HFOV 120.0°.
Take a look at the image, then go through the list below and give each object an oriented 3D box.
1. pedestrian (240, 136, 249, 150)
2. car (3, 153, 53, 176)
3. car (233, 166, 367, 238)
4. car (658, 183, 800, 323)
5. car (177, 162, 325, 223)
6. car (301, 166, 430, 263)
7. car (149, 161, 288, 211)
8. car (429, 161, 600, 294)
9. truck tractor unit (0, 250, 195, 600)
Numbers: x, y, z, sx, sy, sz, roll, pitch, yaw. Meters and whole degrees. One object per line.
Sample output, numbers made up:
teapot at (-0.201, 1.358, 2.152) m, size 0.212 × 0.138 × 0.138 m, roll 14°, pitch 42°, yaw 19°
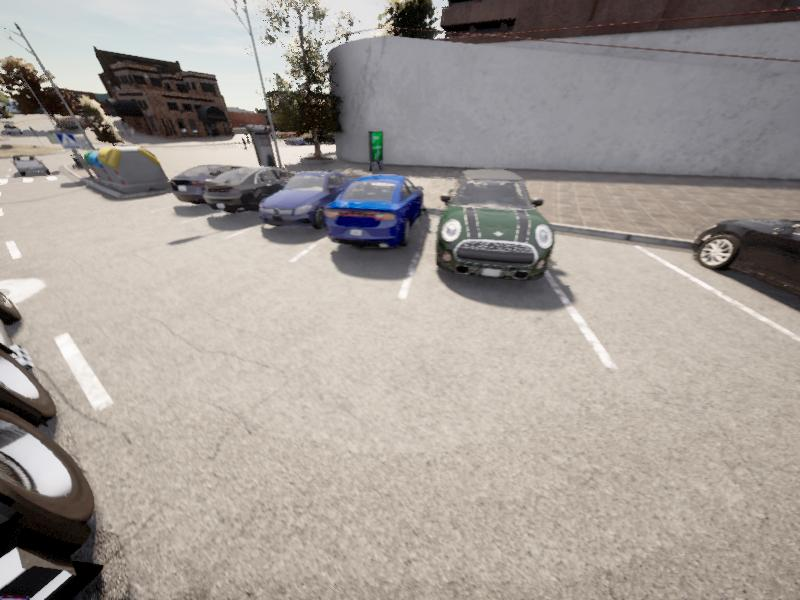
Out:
pedestrian at (-27.007, -27.237, 40.064) m, size 0.751 × 1.860 × 0.751 m, roll -22°, pitch 44°, yaw -30°
car at (-34.302, -12.582, 21.360) m, size 3.633 × 1.501 × 1.845 m, roll 24°, pitch 41°, yaw 29°
car at (-2.965, -3.779, 8.273) m, size 2.002 × 1.452 × 4.674 m, roll 7°, pitch 34°, yaw 10°
car at (7.170, -0.423, 3.231) m, size 2.231 × 1.521 × 4.892 m, roll 6°, pitch 34°, yaw 9°
car at (-5.476, -4.685, 9.550) m, size 2.231 × 1.521 × 4.892 m, roll 7°, pitch 34°, yaw 11°
car at (-0.458, -2.945, 6.962) m, size 2.097 × 1.535 × 5.008 m, roll 6°, pitch 34°, yaw 10°
car at (-7.952, -5.572, 10.922) m, size 2.163 × 1.488 × 4.792 m, roll 7°, pitch 34°, yaw 11°
car at (2.083, -2.216, 5.658) m, size 2.185 × 1.767 × 4.553 m, roll 7°, pitch 34°, yaw 9°
truck tractor unit at (-5.096, -0.311, 0.824) m, size 6.516 × 4.208 × 3.053 m, roll 19°, pitch 39°, yaw 26°
